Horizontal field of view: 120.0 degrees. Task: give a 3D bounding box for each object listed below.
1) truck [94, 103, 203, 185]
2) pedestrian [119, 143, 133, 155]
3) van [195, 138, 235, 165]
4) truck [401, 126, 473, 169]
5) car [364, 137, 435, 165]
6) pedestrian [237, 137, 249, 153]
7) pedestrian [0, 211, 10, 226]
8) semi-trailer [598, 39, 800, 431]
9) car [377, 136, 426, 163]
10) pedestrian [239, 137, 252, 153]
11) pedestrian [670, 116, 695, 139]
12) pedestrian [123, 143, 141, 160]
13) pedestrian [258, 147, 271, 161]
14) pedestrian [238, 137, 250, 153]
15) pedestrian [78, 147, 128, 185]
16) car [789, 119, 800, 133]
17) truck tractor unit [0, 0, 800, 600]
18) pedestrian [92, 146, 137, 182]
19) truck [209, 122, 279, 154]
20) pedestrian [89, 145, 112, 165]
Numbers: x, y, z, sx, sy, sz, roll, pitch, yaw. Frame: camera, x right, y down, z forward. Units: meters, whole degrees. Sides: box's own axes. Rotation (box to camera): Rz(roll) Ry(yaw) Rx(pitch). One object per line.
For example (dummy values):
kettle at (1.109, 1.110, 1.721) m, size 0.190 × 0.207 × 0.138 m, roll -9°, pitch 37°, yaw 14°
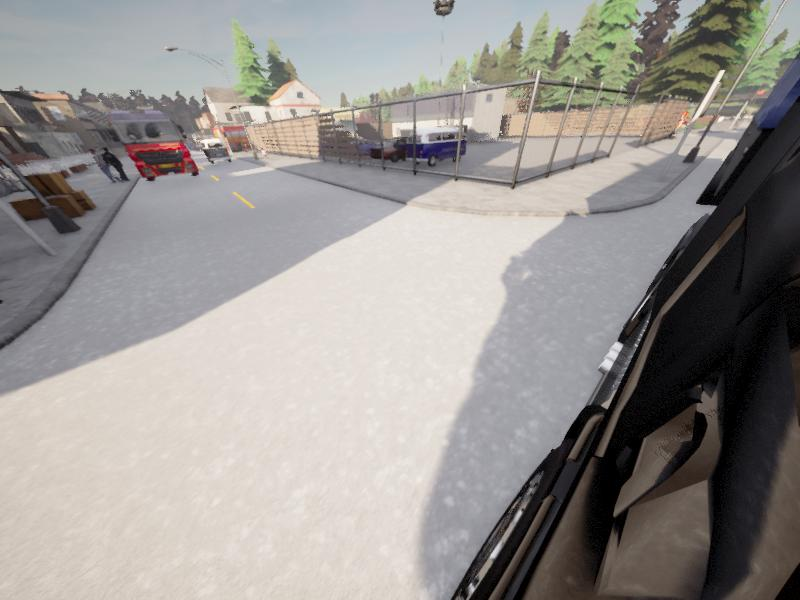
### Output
truck at (-17.071, -10.925, 16.237) m, size 2.891 × 3.827 × 8.468 m, roll -28°, pitch 44°, yaw -30°
pedestrian at (-51.556, -28.480, 43.473) m, size 0.751 × 1.860 × 0.751 m, roll -29°, pitch 44°, yaw -31°
van at (-18.942, -15.241, 23.637) m, size 2.069 × 2.038 × 4.480 m, roll -28°, pitch 44°, yaw -30°
truck at (2.492, -10.235, 15.401) m, size 4.478 × 2.038 × 2.069 m, roll -28°, pitch 44°, yaw -30°
car at (0.087, -11.786, 18.161) m, size 5.357 × 1.415 × 2.033 m, roll -28°, pitch 44°, yaw -30°
pedestrian at (-22.706, -22.467, 33.508) m, size 0.751 × 1.860 × 0.751 m, roll -18°, pitch 39°, yaw -19°
pedestrian at (-13.518, -3.182, 7.040) m, size 0.751 × 1.860 × 0.751 m, roll 23°, pitch 44°, yaw 31°
semi-trailer at (8.692, -3.610, 4.233) m, size 14.254 × 4.402 × 2.717 m, roll -28°, pitch 44°, yaw -30°
car at (0.061, -12.008, 18.341) m, size 1.789 × 1.547 × 3.705 m, roll -28°, pitch 44°, yaw -30°
pedestrian at (-21.901, -21.999, 32.827) m, size 0.751 × 1.860 × 0.751 m, roll 28°, pitch 47°, yaw 35°
pedestrian at (28.301, -17.283, 23.171) m, size 0.751 × 1.860 × 0.751 m, roll -28°, pitch 44°, yaw -30°
pedestrian at (-35.394, -19.604, 30.508) m, size 0.751 × 1.860 × 0.751 m, roll 29°, pitch 47°, yaw 35°
pedestrian at (-12.882, -13.878, 21.982) m, size 0.500 × 1.100 × 0.500 m, roll 1°, pitch 37°, yaw 5°
pedestrian at (-22.455, -22.229, 33.172) m, size 0.751 × 1.860 × 0.751 m, roll -22°, pitch 41°, yaw -23°
pedestrian at (-17.638, -7.999, 13.782) m, size 0.751 × 1.860 × 0.751 m, roll -11°, pitch 37°, yaw -11°
car at (45.619, -19.408, 25.090) m, size 4.605 × 1.855 × 1.932 m, roll -18°, pitch 40°, yaw -18°
truck tractor unit at (2.645, -0.295, 0.351) m, size 6.516 × 4.208 × 3.053 m, roll -28°, pitch 44°, yaw -30°
pedestrian at (-17.776, -8.499, 14.462) m, size 0.751 × 1.860 × 0.751 m, roll -12°, pitch 38°, yaw -12°
truck at (-25.255, -26.920, 38.216) m, size 2.891 × 3.827 × 8.468 m, roll 20°, pitch 42°, yaw 27°
pedestrian at (-34.482, -16.732, 26.599) m, size 0.751 × 1.860 × 0.751 m, roll -31°, pitch 45°, yaw -32°
